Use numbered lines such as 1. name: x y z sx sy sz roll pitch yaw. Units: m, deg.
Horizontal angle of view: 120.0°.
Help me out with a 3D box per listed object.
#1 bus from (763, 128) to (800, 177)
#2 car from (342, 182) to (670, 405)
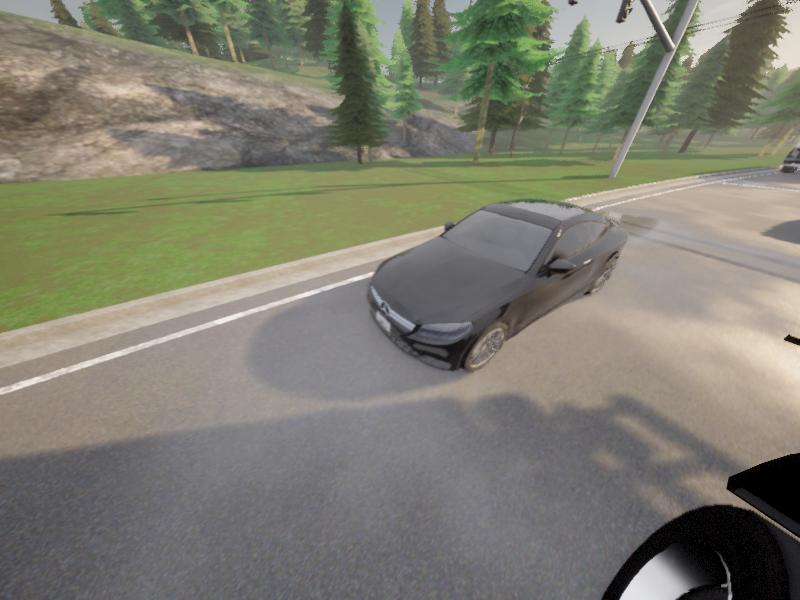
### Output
1. bus: 30.543 -10.531 14.845 10.273 4.253 3.944 -14 38 -18
2. car: 1.760 -0.695 3.601 4.674 1.442 1.812 -21 40 -26
